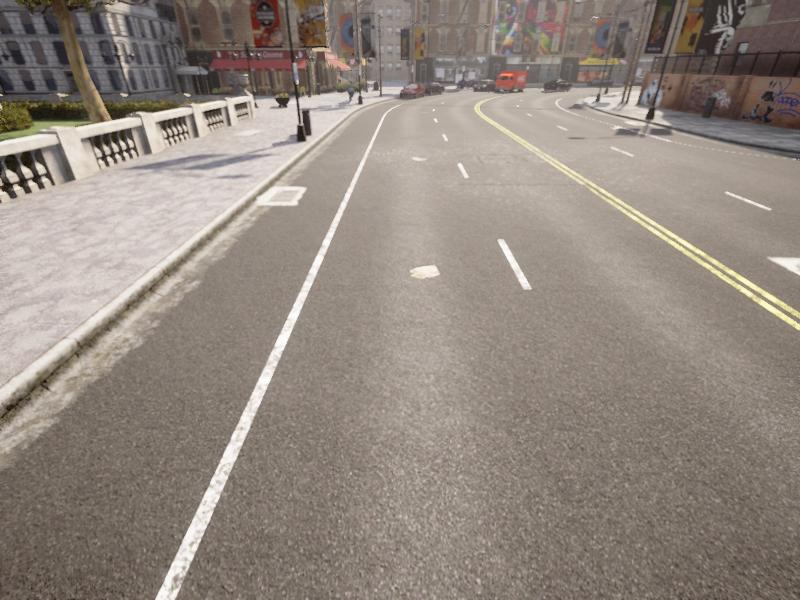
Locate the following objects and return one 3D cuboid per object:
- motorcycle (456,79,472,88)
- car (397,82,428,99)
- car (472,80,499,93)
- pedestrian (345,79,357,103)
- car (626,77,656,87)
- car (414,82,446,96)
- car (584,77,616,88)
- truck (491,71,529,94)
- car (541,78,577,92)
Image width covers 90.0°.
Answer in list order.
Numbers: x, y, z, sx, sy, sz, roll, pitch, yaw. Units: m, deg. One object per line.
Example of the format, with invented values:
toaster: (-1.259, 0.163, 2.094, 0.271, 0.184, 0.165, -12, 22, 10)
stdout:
motorcycle: (9.748, -32.872, 60.769, 2.209, 1.251, 0.867, 5, 31, 9)
car: (1.471, -23.307, 44.485, 2.002, 1.452, 4.674, 11, 32, 18)
car: (11.692, -29.331, 54.867, 1.970, 1.475, 3.806, 21, 36, 31)
pedestrian: (-4.433, -18.815, 36.042, 0.751, 1.860, 0.751, 5, 31, 9)
car: (41.628, -37.675, 69.157, 3.806, 1.475, 1.970, -3, 30, -6)
car: (3.708, -25.903, 49.079, 1.895, 1.301, 4.718, 16, 34, 26)
car: (34.015, -37.033, 67.995, 4.514, 1.525, 2.007, -10, 32, -16)
truck: (14.556, -28.777, 52.846, 2.627, 2.467, 5.204, 21, 36, 31)
car: (22.246, -30.007, 55.779, 5.238, 1.638, 1.930, -22, 37, -32)
